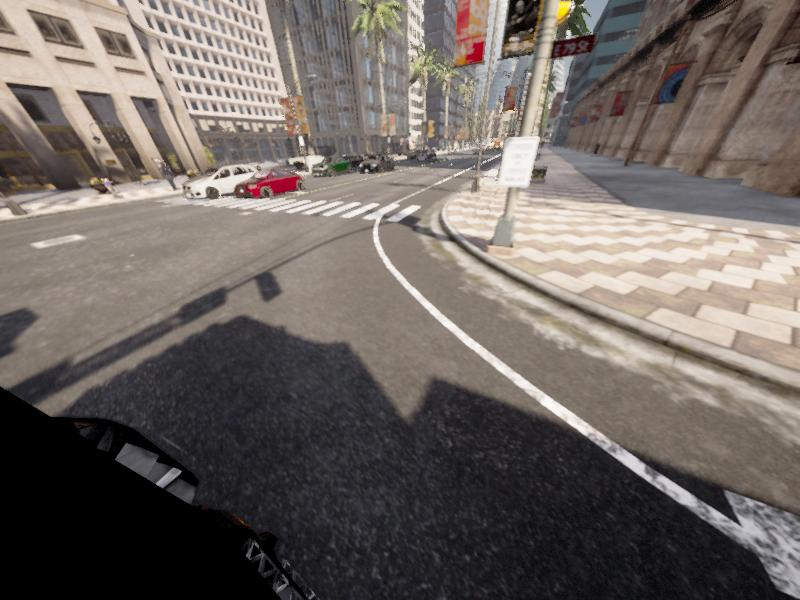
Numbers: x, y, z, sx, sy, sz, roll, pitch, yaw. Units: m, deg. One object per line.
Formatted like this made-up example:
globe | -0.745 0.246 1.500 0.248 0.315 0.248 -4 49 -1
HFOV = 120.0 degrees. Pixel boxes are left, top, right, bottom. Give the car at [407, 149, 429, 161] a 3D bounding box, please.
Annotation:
car | 3.153 -25.068 39.948 2.038 1.542 4.974 13 37 22

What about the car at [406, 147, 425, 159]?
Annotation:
car | 3.189 -29.247 45.983 2.185 1.767 4.553 12 37 22

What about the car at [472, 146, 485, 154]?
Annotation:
car | 17.824 -33.782 52.075 1.895 1.301 4.718 12 37 22

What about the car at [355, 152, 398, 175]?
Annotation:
car | -2.282 -14.109 23.797 2.242 1.667 4.611 13 37 22

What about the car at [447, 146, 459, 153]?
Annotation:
car | 15.552 -44.366 67.925 2.231 1.521 4.892 12 37 22

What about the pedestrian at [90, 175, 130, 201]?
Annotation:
pedestrian | -17.809 -6.900 14.223 0.751 1.300 0.751 -2 34 1

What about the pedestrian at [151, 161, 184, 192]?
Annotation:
pedestrian | -16.442 -8.756 16.395 0.751 1.860 0.751 -17 36 -19

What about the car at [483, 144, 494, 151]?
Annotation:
car | 24.520 -42.129 63.863 2.038 1.542 4.974 12 37 22

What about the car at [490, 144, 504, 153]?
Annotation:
car | 22.380 -34.873 53.154 2.128 1.511 4.902 12 37 22

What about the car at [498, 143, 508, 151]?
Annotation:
car | 29.030 -43.093 64.926 1.801 1.575 5.366 12 37 22

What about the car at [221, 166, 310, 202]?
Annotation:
car | -7.912 -7.198 14.144 1.994 1.385 4.181 13 37 22

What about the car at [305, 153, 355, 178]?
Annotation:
car | -6.733 -13.326 22.866 2.097 1.767 4.553 13 37 22

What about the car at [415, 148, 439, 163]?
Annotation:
car | 4.133 -21.780 34.845 2.033 1.649 4.856 13 37 22

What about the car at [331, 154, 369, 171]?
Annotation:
car | -6.315 -17.797 29.829 2.163 1.488 4.792 12 37 22

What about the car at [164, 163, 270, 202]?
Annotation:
car | -11.381 -7.695 14.893 2.242 1.667 4.611 13 37 22
